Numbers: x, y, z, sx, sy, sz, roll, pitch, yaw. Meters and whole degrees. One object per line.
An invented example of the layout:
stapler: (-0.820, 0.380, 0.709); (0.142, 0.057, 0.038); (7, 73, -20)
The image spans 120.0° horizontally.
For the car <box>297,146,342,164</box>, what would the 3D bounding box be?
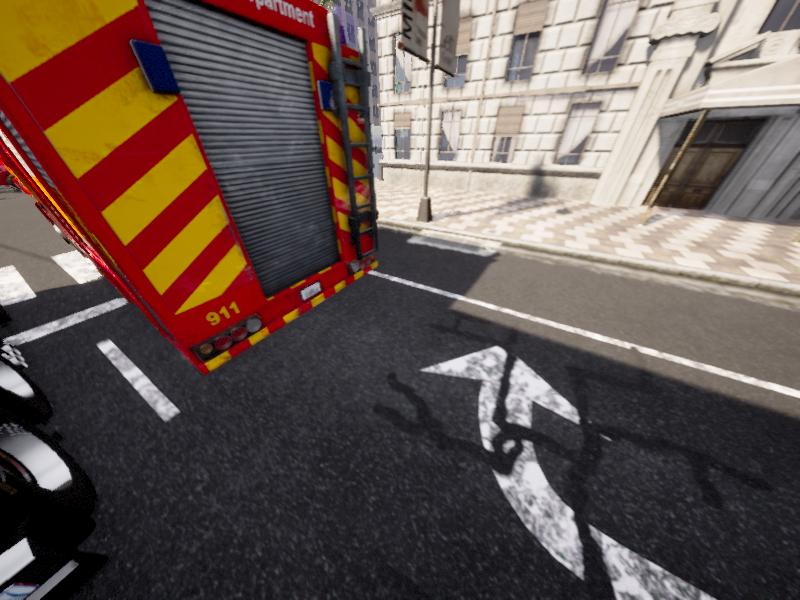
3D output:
car: (-9.962, -18.311, 29.027); (1.801, 1.575, 5.366); (18, 39, 25)

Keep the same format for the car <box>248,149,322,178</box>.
car: (-9.056, -11.260, 18.850); (2.152, 1.651, 5.027); (14, 37, 20)

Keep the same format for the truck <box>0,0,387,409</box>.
truck: (-4.592, -2.435, 4.202); (8.468, 3.827, 2.891); (20, 40, 27)

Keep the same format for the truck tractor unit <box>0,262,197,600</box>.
truck tractor unit: (-5.110, -0.301, 0.781); (6.516, 4.208, 3.053); (18, 39, 24)

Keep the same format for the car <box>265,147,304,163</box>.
car: (-14.266, -18.079, 28.757); (1.789, 1.549, 3.705); (18, 39, 25)

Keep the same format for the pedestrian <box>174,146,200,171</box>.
pedestrian: (-19.301, -12.849, 20.978); (0.751, 1.860, 0.751); (10, 36, 14)
